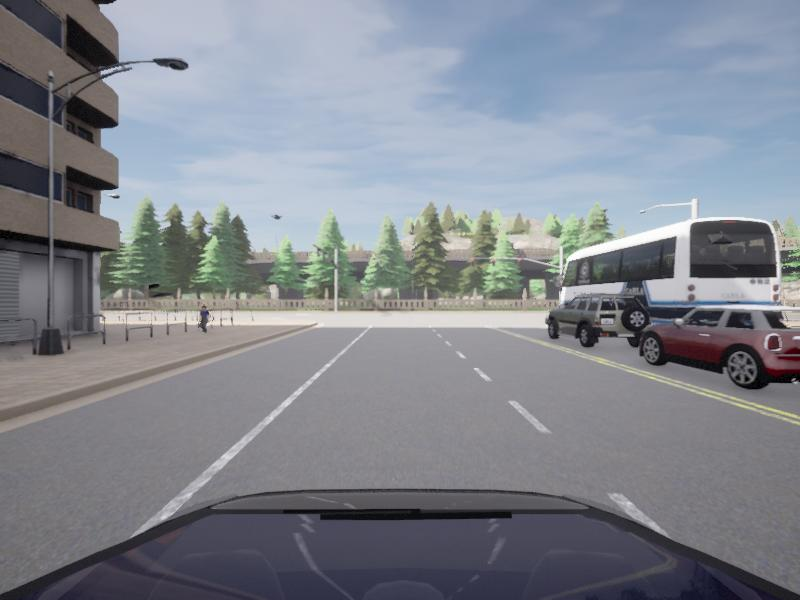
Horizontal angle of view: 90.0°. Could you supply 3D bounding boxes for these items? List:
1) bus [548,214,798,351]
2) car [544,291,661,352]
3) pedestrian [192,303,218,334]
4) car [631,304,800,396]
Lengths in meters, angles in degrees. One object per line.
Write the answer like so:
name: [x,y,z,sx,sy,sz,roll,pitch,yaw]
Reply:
bus: [10.386,-0.540,17.567,3.944,4.253,10.273,0,0,0]
car: [7.006,0.648,14.526,1.932,1.855,4.605,0,0,0]
pedestrian: [-8.313,0.762,17.050,0.751,1.300,0.751,0,0,1]
car: [7.001,0.850,8.508,1.970,1.475,3.806,0,0,0]
